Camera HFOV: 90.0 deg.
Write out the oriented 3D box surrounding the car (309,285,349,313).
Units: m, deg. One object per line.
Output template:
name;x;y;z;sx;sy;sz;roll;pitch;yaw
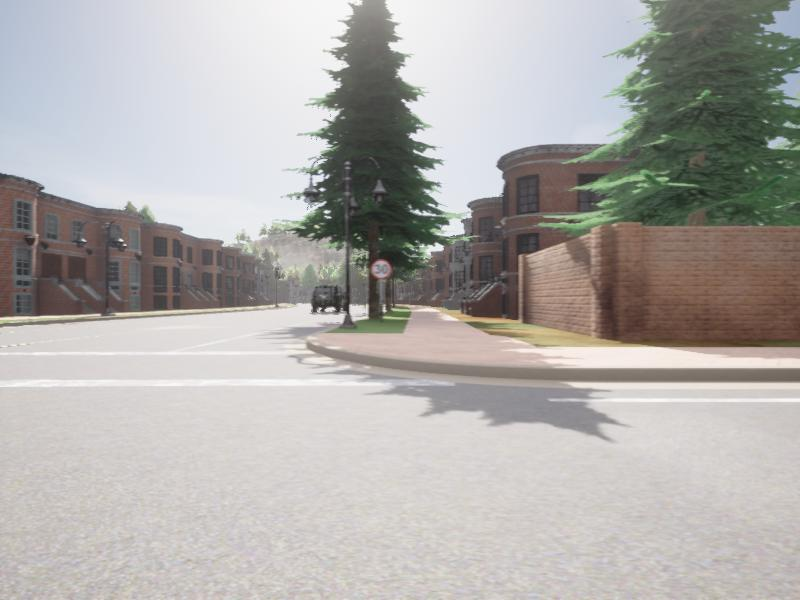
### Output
car;-5.573;-0.070;32.074;2.150;2.045;5.566;0;0;1
